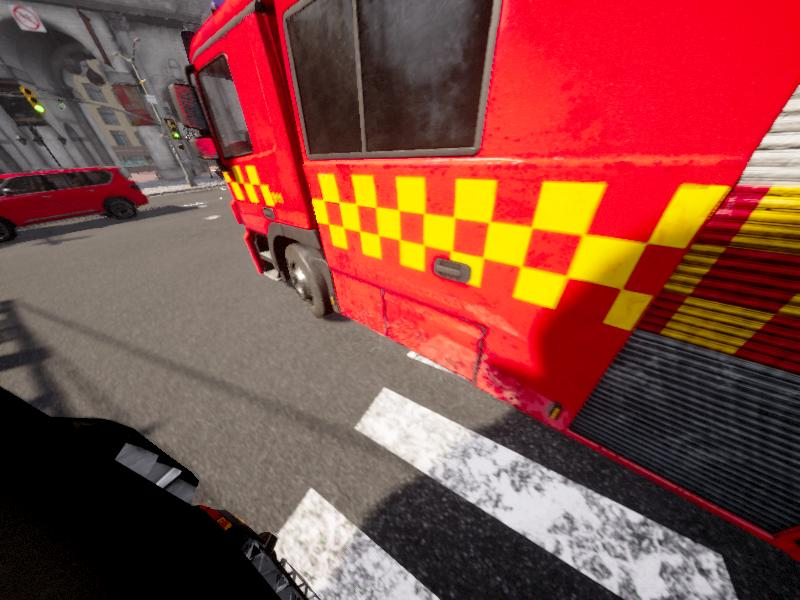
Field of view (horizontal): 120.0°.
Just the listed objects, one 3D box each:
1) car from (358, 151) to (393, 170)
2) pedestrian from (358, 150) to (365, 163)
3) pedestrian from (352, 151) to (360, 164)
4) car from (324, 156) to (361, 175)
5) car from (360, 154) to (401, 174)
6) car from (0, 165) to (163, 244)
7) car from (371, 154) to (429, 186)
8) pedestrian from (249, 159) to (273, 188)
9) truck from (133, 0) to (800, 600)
[{"bbox_3d":[-3.071,-18.343,30.333,2.097,1.767,4.553,16,38,26],"label":"car"},{"bbox_3d":[-6.546,-24.408,39.394,0.751,1.860,0.751,17,38,28],"label":"pedestrian"},{"bbox_3d":[-7.349,-23.877,38.653,0.751,1.860,0.751,18,39,28],"label":"pedestrian"},{"bbox_3d":[-6.336,-15.083,25.868,1.789,1.549,3.705,16,38,26],"label":"car"},{"bbox_3d":[-2.037,-15.445,26.064,1.801,1.575,5.366,16,38,26],"label":"car"},{"bbox_3d":[-13.812,-3.918,9.098,2.150,2.045,5.566,14,37,24],"label":"car"},{"bbox_3d":[0.221,-10.052,17.694,2.152,1.651,5.027,15,37,25],"label":"car"},{"bbox_3d":[-10.629,-9.710,17.743,0.751,1.860,0.751,14,37,24],"label":"pedestrian"},{"bbox_3d":[1.390,-1.161,2.153,8.468,3.827,2.891,22,41,32],"label":"truck"}]
